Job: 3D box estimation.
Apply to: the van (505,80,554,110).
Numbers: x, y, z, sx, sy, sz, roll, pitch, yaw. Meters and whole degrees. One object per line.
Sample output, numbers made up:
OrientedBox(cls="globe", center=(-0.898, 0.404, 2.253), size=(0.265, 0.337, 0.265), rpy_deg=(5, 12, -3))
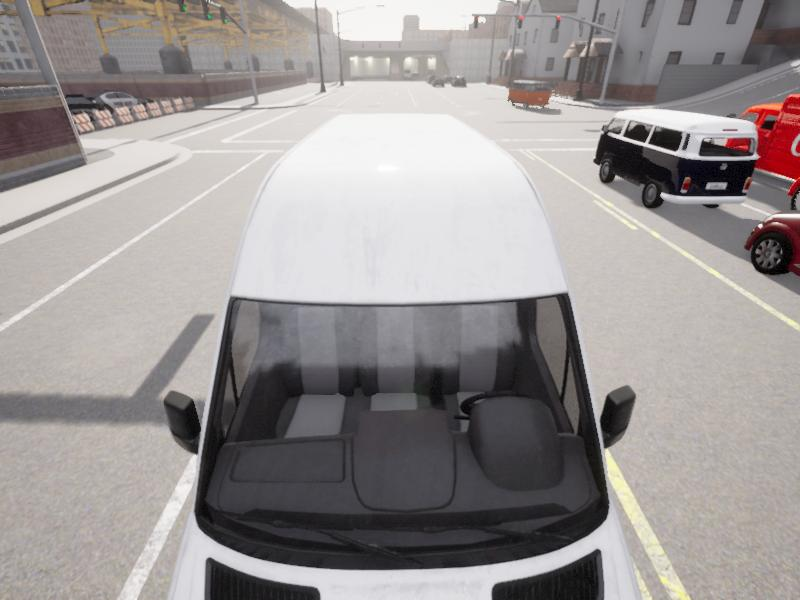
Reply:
OrientedBox(cls="van", center=(10.663, -17.174, 33.410), size=(1.775, 1.987, 4.442), rpy_deg=(-6, 31, -11))

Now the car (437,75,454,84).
OrientedBox(cls="car", center=(9.195, -45.355, 82.115), size=(1.812, 1.442, 4.674), rpy_deg=(-8, 31, -14))

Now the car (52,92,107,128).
OrientedBox(cls="car", center=(-19.632, -11.719, 24.455), size=(2.038, 1.542, 4.974), rpy_deg=(-21, 36, -31))

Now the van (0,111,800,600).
OrientedBox(cls="van", center=(-0.026, 0.015, 3.430), size=(1.988, 2.561, 5.915), rpy_deg=(-1, 29, -1))

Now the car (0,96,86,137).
OrientedBox(cls="car", center=(-19.595, -9.392, 20.477), size=(2.038, 1.542, 4.974), rpy_deg=(25, 39, 36))

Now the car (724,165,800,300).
OrientedBox(cls="car", center=(6.943, -0.519, 5.292), size=(1.851, 1.617, 3.988), rpy_deg=(0, 30, 0))

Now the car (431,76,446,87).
OrientedBox(cls="car", center=(6.520, -37.155, 68.087), size=(2.007, 1.525, 4.514), rpy_deg=(0, 30, 0))

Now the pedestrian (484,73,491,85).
OrientedBox(cls="pedestrian", center=(15.399, -39.025, 70.534), size=(0.751, 1.860, 0.751), rpy_deg=(-1, 30, -2))

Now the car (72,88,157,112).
OrientedBox(cls="car", center=(-20.478, -14.538, 28.964), size=(1.853, 1.218, 4.536), rpy_deg=(15, 34, 24))

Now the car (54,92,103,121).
OrientedBox(cls="car", center=(-19.664, -11.876, 24.411), size=(1.853, 1.218, 4.536), rpy_deg=(-21, 36, -31))

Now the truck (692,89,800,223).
OrientedBox(cls="truck", center=(10.290, -3.468, 9.481), size=(2.627, 2.467, 5.204), rpy_deg=(0, 30, 1))

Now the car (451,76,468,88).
OrientedBox(cls="car", center=(10.021, -37.113, 67.925), size=(2.242, 1.667, 4.611), rpy_deg=(0, 30, 0))

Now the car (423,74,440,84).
OrientedBox(cls="car", center=(6.225, -44.052, 79.695), size=(1.930, 1.638, 5.238), rpy_deg=(-5, 31, -9))

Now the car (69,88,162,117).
OrientedBox(cls="car", center=(-20.453, -14.426, 29.083), size=(2.038, 1.542, 4.974), rpy_deg=(15, 34, 24))

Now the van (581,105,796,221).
OrientedBox(cls="van", center=(6.907, -3.806, 10.484), size=(2.069, 2.038, 4.480), rpy_deg=(0, 30, 0))
